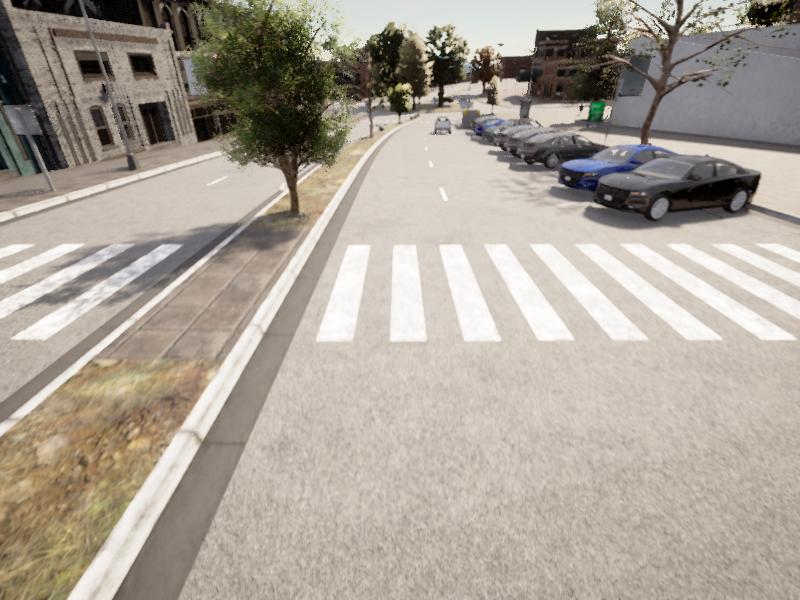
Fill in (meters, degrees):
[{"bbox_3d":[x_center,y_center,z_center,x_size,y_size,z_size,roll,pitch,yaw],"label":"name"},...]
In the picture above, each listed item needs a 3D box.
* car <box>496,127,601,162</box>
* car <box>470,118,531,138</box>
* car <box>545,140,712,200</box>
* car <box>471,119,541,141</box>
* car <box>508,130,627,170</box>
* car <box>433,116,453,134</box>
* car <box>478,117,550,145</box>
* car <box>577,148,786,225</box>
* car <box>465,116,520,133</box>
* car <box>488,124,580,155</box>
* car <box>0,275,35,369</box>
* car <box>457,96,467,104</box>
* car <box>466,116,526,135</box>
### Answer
[{"bbox_3d":[8.172,-8.713,22.236,4.892,1.521,2.231,-8,28,-17],"label":"car"},{"bbox_3d":[8.871,-15.241,35.458,4.674,1.452,2.002,-6,28,-14],"label":"car"},{"bbox_3d":[8.086,-4.747,14.300,5.008,1.535,2.097,-8,28,-18],"label":"car"},{"bbox_3d":[8.670,-13.970,32.803,5.008,1.535,2.097,-7,27,-15],"label":"car"},{"bbox_3d":[8.115,-7.392,19.589,4.892,1.521,2.231,-8,28,-17],"label":"car"},{"bbox_3d":[4.296,-17.691,40.299,1.845,1.501,3.633,2,27,4],"label":"car"},{"bbox_3d":[8.543,-12.773,30.113,4.553,1.767,2.185,-7,28,-15],"label":"car"},{"bbox_3d":[8.081,-3.418,11.652,5.008,1.535,2.097,-9,28,-18],"label":"car"},{"bbox_3d":[9.367,-17.869,40.744,4.792,1.488,2.163,-6,27,-13],"label":"car"},{"bbox_3d":[8.255,-10.030,24.881,4.892,1.521,2.231,-7,27,-16],"label":"car"},{"bbox_3d":[-5.894,1.076,2.850,1.882,1.535,5.008,0,27,0],"label":"car"},{"bbox_3d":[15.528,-49.913,99.872,1.851,1.617,3.988,0,30,0],"label":"car"},{"bbox_3d":[9.081,-16.586,38.085,4.892,1.521,2.231,-6,27,-14],"label":"car"}]
